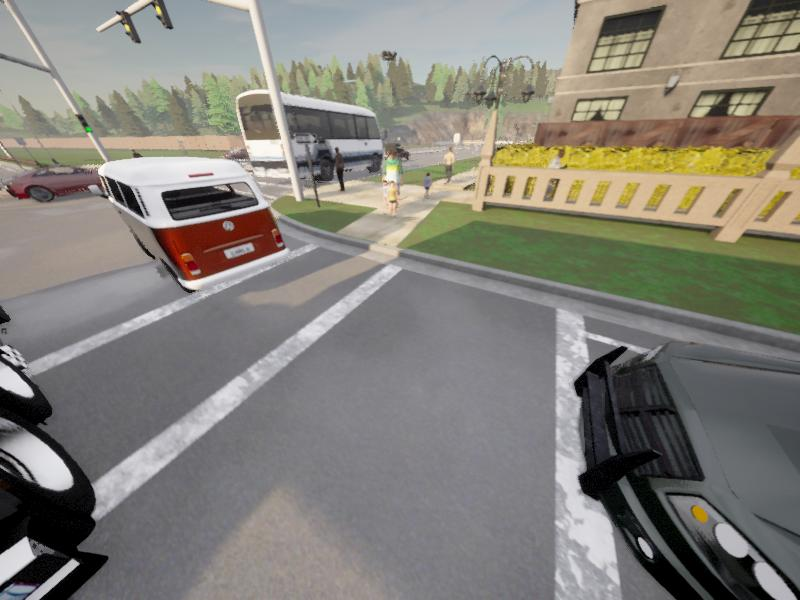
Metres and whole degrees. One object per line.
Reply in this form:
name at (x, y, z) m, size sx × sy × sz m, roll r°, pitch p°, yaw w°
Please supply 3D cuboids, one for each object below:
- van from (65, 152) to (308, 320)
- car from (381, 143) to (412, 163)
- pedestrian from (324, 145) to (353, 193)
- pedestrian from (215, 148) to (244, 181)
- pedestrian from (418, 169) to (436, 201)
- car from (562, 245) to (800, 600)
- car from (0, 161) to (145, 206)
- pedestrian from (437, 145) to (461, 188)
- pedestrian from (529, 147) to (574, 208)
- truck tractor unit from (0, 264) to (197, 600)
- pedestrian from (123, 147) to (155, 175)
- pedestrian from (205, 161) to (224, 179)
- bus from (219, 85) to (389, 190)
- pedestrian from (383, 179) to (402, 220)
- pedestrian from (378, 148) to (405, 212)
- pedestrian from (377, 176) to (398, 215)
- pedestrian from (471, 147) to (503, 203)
van at (-4.379, -1.770, 4.799) m, size 4.480 × 2.038 × 2.069 m, roll 23°, pitch 42°, yaw 31°
car at (-0.374, -17.764, 27.877) m, size 1.905 × 1.878 × 3.866 m, roll 18°, pitch 39°, yaw 25°
pedestrian at (-2.867, -6.152, 10.881) m, size 0.751 × 1.860 × 0.751 m, roll 18°, pitch 39°, yaw 24°
pedestrian at (-11.600, -9.263, 15.755) m, size 0.751 × 1.860 × 0.751 m, roll 18°, pitch 39°, yaw 24°
pedestrian at (1.102, -4.734, 9.525) m, size 0.500 × 1.100 × 0.500 m, roll 18°, pitch 39°, yaw 24°
car at (3.665, 1.349, 0.687) m, size 4.974 × 1.542 × 2.038 m, roll 18°, pitch 39°, yaw 25°
car at (-16.304, -5.995, 11.573) m, size 1.994 × 1.385 × 4.181 m, roll 17°, pitch 38°, yaw 23°
pedestrian at (2.517, -6.887, 11.940) m, size 0.751 × 1.860 × 0.751 m, roll 19°, pitch 39°, yaw 25°
pedestrian at (5.474, -4.448, 8.408) m, size 0.751 × 1.860 × 0.751 m, roll 21°, pitch 40°, yaw 28°
truck tractor unit at (-5.113, -0.298, 0.782) m, size 6.516 × 4.208 × 3.053 m, roll 18°, pitch 39°, yaw 24°
pedestrian at (-20.669, -11.002, 18.334) m, size 0.751 × 1.860 × 0.751 m, roll 16°, pitch 38°, yaw 22°
pedestrian at (-13.176, -9.282, 16.464) m, size 0.500 × 1.100 × 0.500 m, roll 5°, pitch 35°, yaw 8°
bus at (-5.046, -10.831, 15.891) m, size 3.944 × 4.253 × 10.273 m, roll 16°, pitch 38°, yaw 22°
pedestrian at (-0.239, -3.183, 7.309) m, size 0.500 × 1.100 × 0.500 m, roll -5°, pitch 35°, yaw -7°
pedestrian at (-0.245, -4.127, 8.000) m, size 0.751 × 1.860 × 0.751 m, roll 4°, pitch 35°, yaw 7°
pedestrian at (-0.402, -3.474, 7.684) m, size 0.500 × 1.100 × 0.500 m, roll 15°, pitch 38°, yaw 21°
pedestrian at (3.386, -4.920, 9.105) m, size 0.751 × 1.860 × 0.751 m, roll 14°, pitch 37°, yaw 20°
